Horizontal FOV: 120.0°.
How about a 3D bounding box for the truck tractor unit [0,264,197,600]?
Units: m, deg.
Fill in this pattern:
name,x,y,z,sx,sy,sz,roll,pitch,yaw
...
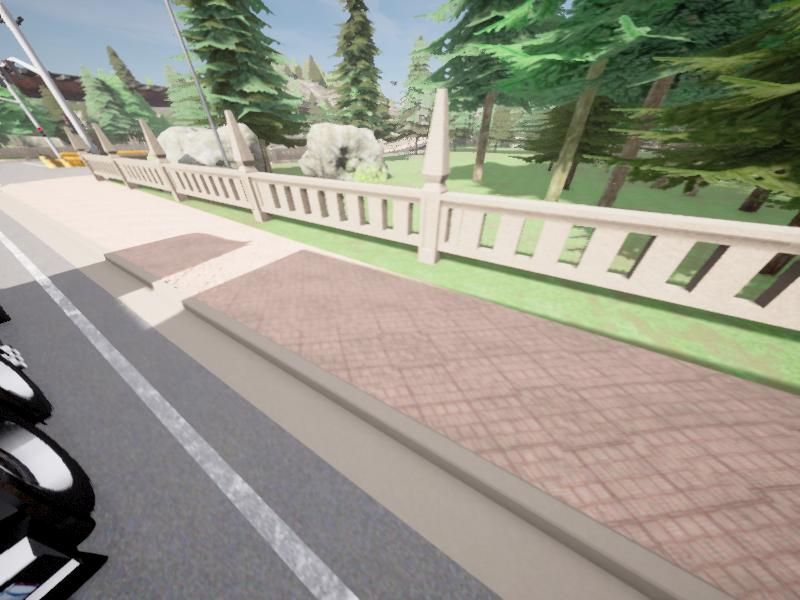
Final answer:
name,x,y,z,sx,sy,sz,roll,pitch,yaw
truck tractor unit,-5.111,-0.301,0.780,6.516,4.208,3.053,18,39,24
